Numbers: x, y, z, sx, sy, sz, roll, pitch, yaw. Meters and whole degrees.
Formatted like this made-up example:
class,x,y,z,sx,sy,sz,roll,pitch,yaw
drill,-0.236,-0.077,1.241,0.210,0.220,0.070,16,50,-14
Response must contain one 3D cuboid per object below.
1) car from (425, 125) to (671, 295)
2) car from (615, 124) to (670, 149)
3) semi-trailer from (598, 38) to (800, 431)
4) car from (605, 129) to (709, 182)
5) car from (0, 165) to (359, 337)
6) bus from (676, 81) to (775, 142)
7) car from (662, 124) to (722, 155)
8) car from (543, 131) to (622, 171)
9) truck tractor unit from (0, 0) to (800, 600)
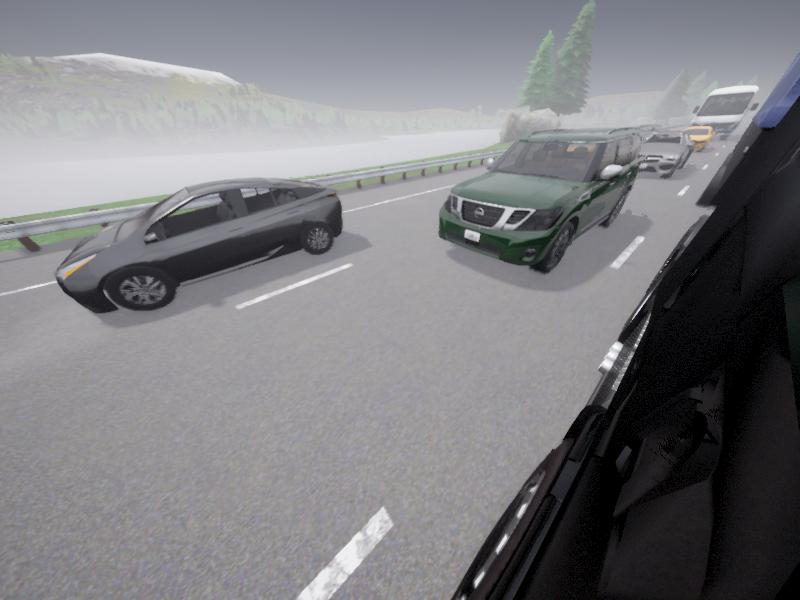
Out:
class,x,y,z,sx,sy,sz,roll,pitch,yaw
car,3.330,-2.483,5.098,5.566,2.045,2.150,-28,43,-30
car,22.241,-15.029,21.179,4.611,1.667,2.242,-28,43,-30
semi-trailer,8.700,-3.584,4.254,14.254,4.402,2.717,-28,43,-30
car,12.361,-7.076,11.096,5.027,1.651,2.152,-28,43,-30
car,-3.380,-1.446,4.542,4.514,1.525,2.007,-28,43,-30
bus,34.402,-19.694,24.565,10.273,4.253,3.944,-27,43,-30
car,22.204,-12.238,17.528,5.008,1.535,1.882,-28,44,-29
car,11.055,-9.089,13.923,5.366,1.575,1.801,-28,43,-30
truck tractor unit,2.645,-0.295,0.351,6.516,4.208,3.053,-28,44,-30
